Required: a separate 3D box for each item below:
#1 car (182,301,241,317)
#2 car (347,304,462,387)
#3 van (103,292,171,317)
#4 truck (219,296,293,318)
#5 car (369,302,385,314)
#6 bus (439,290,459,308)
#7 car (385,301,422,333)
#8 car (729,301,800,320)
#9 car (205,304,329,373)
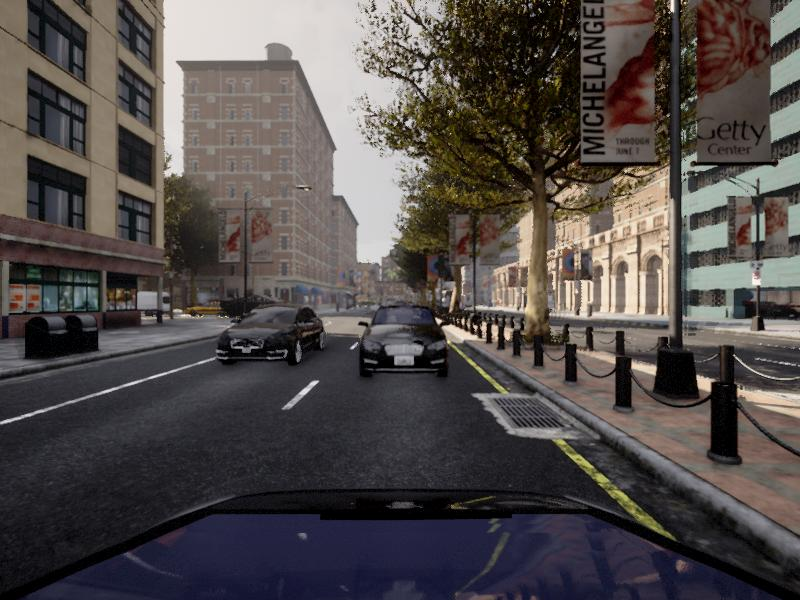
[{"bbox_3d":[-19.843,0.922,42.250,5.366,1.575,1.801,0,0,-2],"label":"car"},{"bbox_3d":[0.098,0.867,9.856,2.128,1.511,4.902,0,0,1],"label":"car"},{"bbox_3d":[-27.654,0.442,42.175,5.915,2.561,1.988,0,0,0],"label":"van"},{"bbox_3d":[-13.820,0.653,38.599,6.274,2.098,2.390,0,0,2],"label":"truck"},{"bbox_3d":[-3.030,0.976,52.256,1.845,1.501,3.633,0,0,1],"label":"car"},{"bbox_3d":[12.284,-0.252,101.233,3.944,4.253,10.273,0,0,1],"label":"bus"},{"bbox_3d":[0.202,0.852,21.832,1.851,1.617,3.988,0,0,0],"label":"car"},{"bbox_3d":[31.131,0.856,34.138,2.161,1.482,4.786,0,0,0],"label":"car"},{"bbox_3d":[-3.395,0.879,11.337,1.837,1.490,4.892,0,0,0],"label":"car"}]
